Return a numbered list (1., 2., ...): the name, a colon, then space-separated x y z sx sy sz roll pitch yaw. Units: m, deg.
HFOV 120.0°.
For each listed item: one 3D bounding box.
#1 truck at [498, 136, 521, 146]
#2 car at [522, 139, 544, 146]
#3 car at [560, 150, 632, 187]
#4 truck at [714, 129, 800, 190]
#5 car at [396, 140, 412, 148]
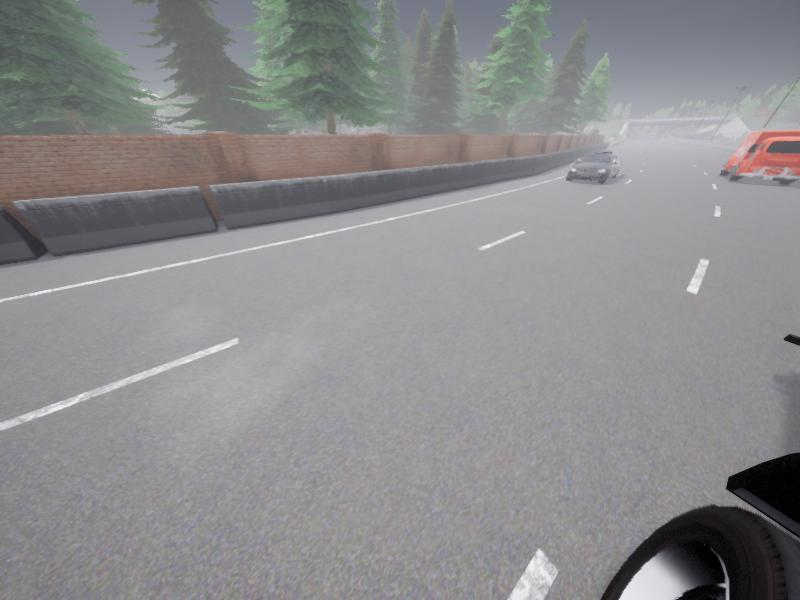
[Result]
1. truck: 32.997 -48.243 69.935 5.204 2.467 2.627 26 43 33
2. car: 38.326 -45.315 66.422 4.856 1.649 2.033 26 43 32
3. car: 12.047 -8.178 14.139 4.974 1.542 2.038 -29 43 -34
4. truck: 21.099 -8.150 13.174 2.627 2.467 5.204 29 44 34
5. car: 1.164 -42.477 62.894 1.932 1.855 4.605 26 43 32
